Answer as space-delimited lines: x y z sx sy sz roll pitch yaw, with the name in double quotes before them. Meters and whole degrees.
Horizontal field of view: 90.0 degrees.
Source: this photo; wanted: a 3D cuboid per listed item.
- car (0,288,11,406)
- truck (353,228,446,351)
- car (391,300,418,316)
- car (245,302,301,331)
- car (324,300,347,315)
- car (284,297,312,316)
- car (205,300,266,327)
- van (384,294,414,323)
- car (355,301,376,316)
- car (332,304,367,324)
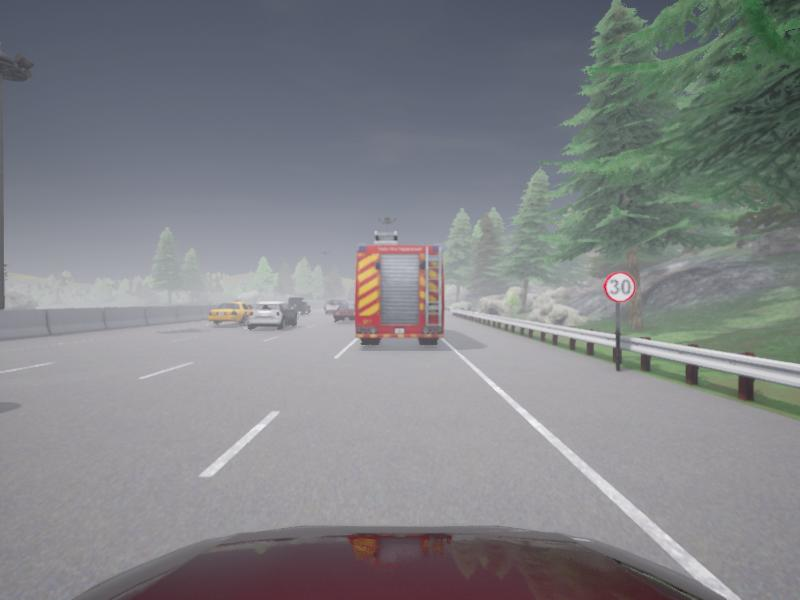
"car" -7.006 0.693 3.852 2.097 1.767 4.553 0 0 0
"truck" -0.018 -0.322 16.673 2.891 3.827 8.468 0 0 0
"car" 0.555 0.821 42.702 2.038 1.542 4.974 0 0 10
"car" -7.030 0.851 22.518 1.970 1.475 3.806 0 0 0
"car" -7.088 0.784 44.374 1.851 1.617 3.988 0 0 0
"car" -10.577 0.643 41.753 1.905 1.878 3.866 0 0 0
"car" -10.536 0.799 26.130 1.801 1.575 5.366 0 0 0
"van" -0.042 0.572 29.830 2.069 2.038 4.480 0 0 0
"car" -3.579 0.824 41.886 1.845 1.501 3.633 0 0 0
"car" -3.542 0.941 28.887 1.895 1.301 4.718 0 0 0
